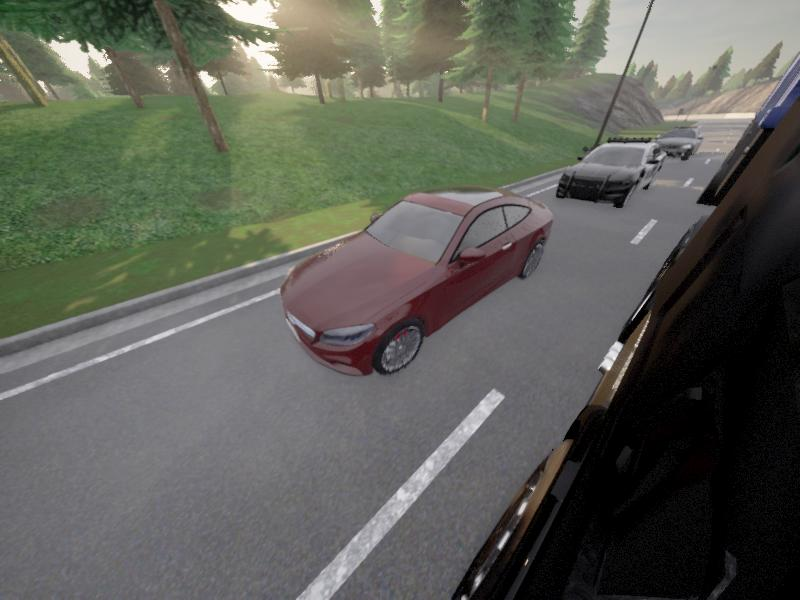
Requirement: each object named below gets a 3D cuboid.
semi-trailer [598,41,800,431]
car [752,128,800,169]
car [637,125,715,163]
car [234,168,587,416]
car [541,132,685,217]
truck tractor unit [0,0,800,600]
[{"bbox_3d":[8.691,-3.616,4.227,14.254,4.402,2.717,-28,44,-30],"label":"semi-trailer"},{"bbox_3d":[19.410,-7.141,10.775,4.181,1.385,1.994,-18,40,-19],"label":"car"},{"bbox_3d":[16.784,-9.547,14.011,4.974,1.542,2.038,-28,44,-30],"label":"car"},{"bbox_3d":[0.622,-0.827,3.501,4.674,1.442,1.812,-28,44,-30],"label":"car"},{"bbox_3d":[7.180,-4.432,7.718,5.238,1.638,1.930,-29,44,-29],"label":"car"},{"bbox_3d":[2.645,-0.295,0.351,6.516,4.208,3.053,-28,44,-30],"label":"truck tractor unit"}]
